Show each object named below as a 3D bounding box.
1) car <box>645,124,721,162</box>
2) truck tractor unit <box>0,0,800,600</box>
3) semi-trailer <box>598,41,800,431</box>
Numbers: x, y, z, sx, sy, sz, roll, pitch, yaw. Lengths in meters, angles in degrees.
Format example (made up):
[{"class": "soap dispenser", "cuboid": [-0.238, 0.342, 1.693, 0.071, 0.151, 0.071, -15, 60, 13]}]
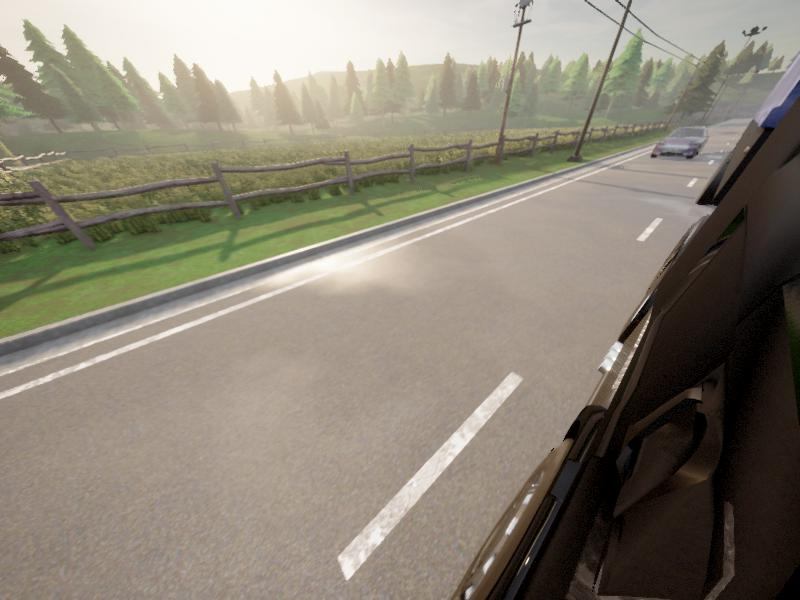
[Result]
[{"class": "car", "cuboid": [17.807, -9.951, 14.522, 4.856, 1.649, 2.033, -28, 44, -30]}, {"class": "truck tractor unit", "cuboid": [2.645, -0.295, 0.351, 6.516, 4.208, 3.053, -28, 44, -30]}, {"class": "semi-trailer", "cuboid": [8.690, -3.603, 4.247, 14.254, 4.402, 2.717, -28, 44, -30]}]
